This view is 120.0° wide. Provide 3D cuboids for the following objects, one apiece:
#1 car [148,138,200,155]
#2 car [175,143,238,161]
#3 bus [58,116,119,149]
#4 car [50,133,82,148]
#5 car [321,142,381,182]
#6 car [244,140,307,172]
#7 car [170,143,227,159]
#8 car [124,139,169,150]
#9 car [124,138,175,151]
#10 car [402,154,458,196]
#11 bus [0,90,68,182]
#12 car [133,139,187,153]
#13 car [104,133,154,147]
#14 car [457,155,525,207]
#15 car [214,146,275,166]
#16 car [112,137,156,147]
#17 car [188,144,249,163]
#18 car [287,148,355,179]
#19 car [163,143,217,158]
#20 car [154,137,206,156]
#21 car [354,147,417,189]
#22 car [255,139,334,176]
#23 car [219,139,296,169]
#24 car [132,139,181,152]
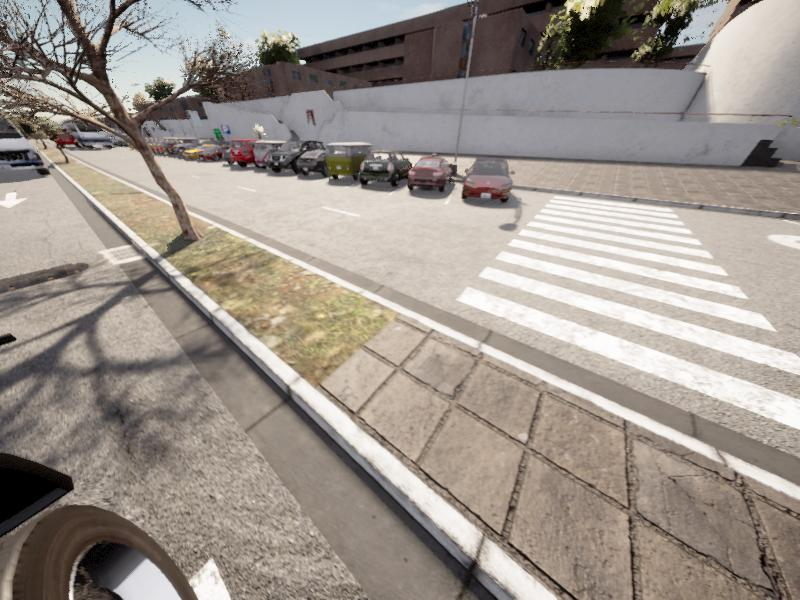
[{"bbox_3d":[-31.675,-21.685,32.598,2.185,1.767,4.553,11,36,13],"label":"car"},{"bbox_3d":[-22.164,-17.240,26.779,1.946,1.575,5.366,11,36,13],"label":"car"},{"bbox_3d":[-54.491,-29.201,40.353,10.273,4.253,3.944,24,42,29],"label":"bus"},{"bbox_3d":[-58.544,-28.008,40.494,5.566,2.045,2.150,24,42,29],"label":"car"},{"bbox_3d":[-2.988,-9.226,15.259,1.878,1.987,4.442,10,36,14],"label":"car"},{"bbox_3d":[-10.206,-12.219,19.444,1.878,1.987,4.442,11,36,13],"label":"car"},{"bbox_3d":[-24.501,-18.389,28.417,2.163,1.488,4.792,11,36,13],"label":"car"},{"bbox_3d":[-43.599,-26.939,39.876,2.002,1.452,4.674,11,36,13],"label":"car"},{"bbox_3d":[-41.261,-25.802,38.274,1.946,1.575,5.366,11,36,13],"label":"car"},{"bbox_3d":[1.746,-6.861,12.402,2.002,1.452,4.674,10,36,14],"label":"car"},{"bbox_3d":[-27.144,-10.731,15.179,10.273,4.253,3.944,24,41,29],"label":"bus"},{"bbox_3d":[-36.490,-23.648,35.411,1.946,1.575,5.366,11,36,13],"label":"car"},{"bbox_3d":[-53.126,-31.471,45.480,2.435,2.045,5.566,11,36,13],"label":"car"},{"bbox_3d":[4.148,-5.808,10.907,2.163,1.488,4.792,11,36,13],"label":"car"},{"bbox_3d":[-14.957,-14.151,22.598,2.002,1.452,4.674,10,36,14],"label":"car"},{"bbox_3d":[-50.740,-30.184,44.167,2.231,1.521,4.892,11,36,13],"label":"car"},{"bbox_3d":[-19.736,-16.243,25.474,2.163,1.488,4.792,11,36,13],"label":"car"},{"bbox_3d":[-5.411,-10.013,16.748,2.231,1.521,4.892,10,36,14],"label":"car"},{"bbox_3d":[-26.897,-19.427,29.837,2.002,1.452,4.674,11,36,13],"label":"car"},{"bbox_3d":[-29.299,-20.645,31.032,1.878,1.987,4.442,11,36,13],"label":"car"},{"bbox_3d":[-0.644,-8.023,13.742,2.185,1.767,4.553,10,36,14],"label":"car"},{"bbox_3d":[-7.794,-11.248,18.042,2.435,2.045,5.566,11,36,13],"label":"car"},{"bbox_3d":[-12.559,-13.363,21.004,2.435,2.045,5.566,10,36,14],"label":"car"},{"bbox_3d":[-38.820,-24.816,37.032,2.163,1.488,4.792,11,36,13],"label":"car"}]
